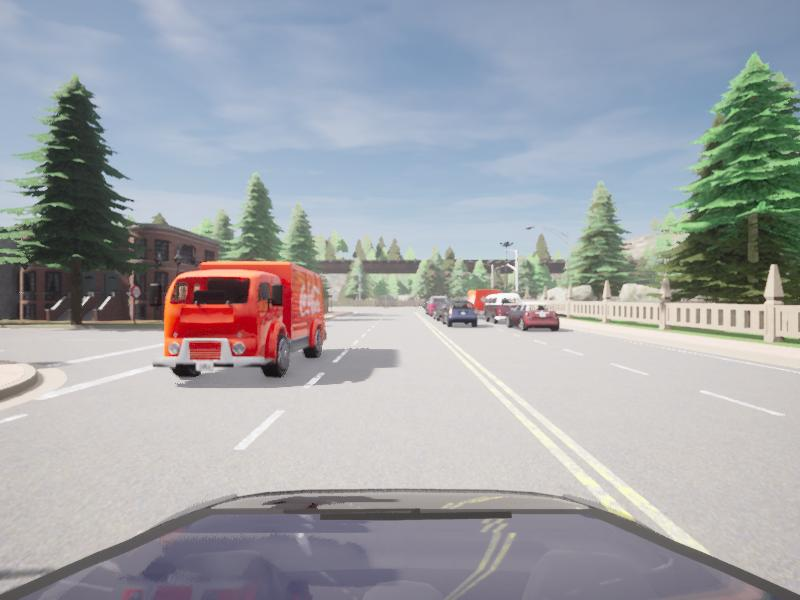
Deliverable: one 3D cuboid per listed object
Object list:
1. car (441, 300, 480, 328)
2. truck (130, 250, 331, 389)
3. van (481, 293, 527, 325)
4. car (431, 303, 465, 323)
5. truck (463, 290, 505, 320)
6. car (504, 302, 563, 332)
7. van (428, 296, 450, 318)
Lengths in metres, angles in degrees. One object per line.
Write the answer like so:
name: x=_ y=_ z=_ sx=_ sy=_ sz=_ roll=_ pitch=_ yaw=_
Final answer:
car: x=3.636 y=0.815 z=24.815 sx=1.851 sy=1.617 sz=3.988 roll=0 pitch=0 yaw=0
truck: x=-3.448 y=0.379 z=9.692 sx=2.627 sy=2.467 sz=5.204 roll=0 pitch=-1 yaw=0
van: x=7.152 y=0.602 z=28.035 sx=2.069 sy=2.038 sz=4.480 roll=0 pitch=0 yaw=0
car: x=3.672 y=0.929 z=31.573 sx=2.033 sy=1.411 sz=5.357 roll=0 pitch=0 yaw=0
truck: x=7.191 y=0.394 z=34.974 sx=2.627 sy=2.467 sz=5.204 roll=0 pitch=0 yaw=0
car: x=7.119 y=0.877 z=21.786 sx=1.970 sy=1.475 sz=3.806 roll=0 pitch=0 yaw=0
van: x=3.707 y=0.640 z=38.677 sx=1.775 sy=1.987 sz=4.442 roll=0 pitch=0 yaw=0
